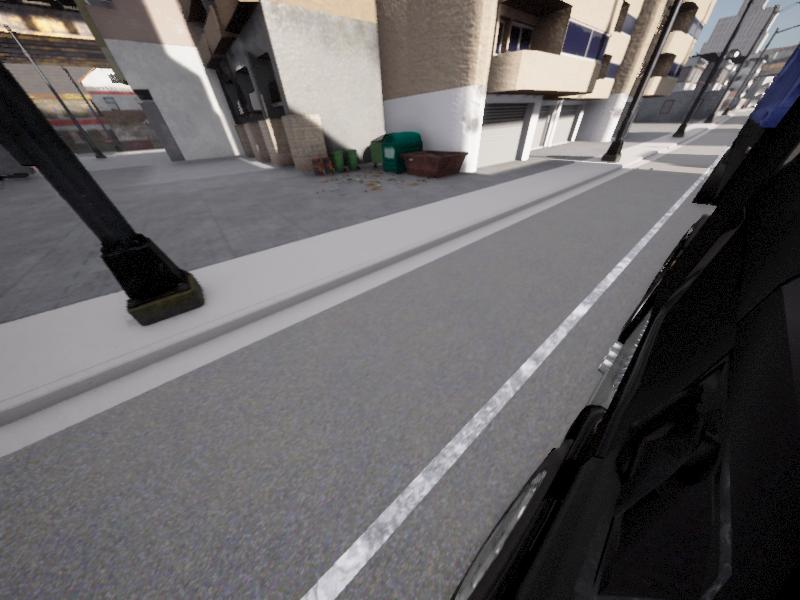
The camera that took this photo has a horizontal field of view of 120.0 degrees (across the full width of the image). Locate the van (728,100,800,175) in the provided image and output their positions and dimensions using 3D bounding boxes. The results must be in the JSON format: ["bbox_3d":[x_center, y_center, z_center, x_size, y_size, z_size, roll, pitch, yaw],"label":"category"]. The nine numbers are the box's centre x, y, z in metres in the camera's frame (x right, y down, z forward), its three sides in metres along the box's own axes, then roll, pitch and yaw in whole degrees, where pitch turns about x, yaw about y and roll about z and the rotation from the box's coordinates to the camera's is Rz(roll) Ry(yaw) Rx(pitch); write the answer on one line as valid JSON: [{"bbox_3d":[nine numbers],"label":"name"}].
[{"bbox_3d":[18.233,-7.677,10.706,6.366,2.431,2.351,-28,43,-29],"label":"van"}]

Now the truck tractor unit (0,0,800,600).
[{"bbox_3d":[2.645,-0.295,0.351,6.516,4.208,3.053,-28,44,-30],"label":"truck tractor unit"}]

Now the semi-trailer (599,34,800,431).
[{"bbox_3d":[8.653,-3.638,4.269,14.254,4.402,2.717,-29,44,-30],"label":"semi-trailer"}]

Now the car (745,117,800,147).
[{"bbox_3d":[28.210,-12.597,17.240,4.902,1.511,2.128,-28,44,-29],"label":"car"}]
